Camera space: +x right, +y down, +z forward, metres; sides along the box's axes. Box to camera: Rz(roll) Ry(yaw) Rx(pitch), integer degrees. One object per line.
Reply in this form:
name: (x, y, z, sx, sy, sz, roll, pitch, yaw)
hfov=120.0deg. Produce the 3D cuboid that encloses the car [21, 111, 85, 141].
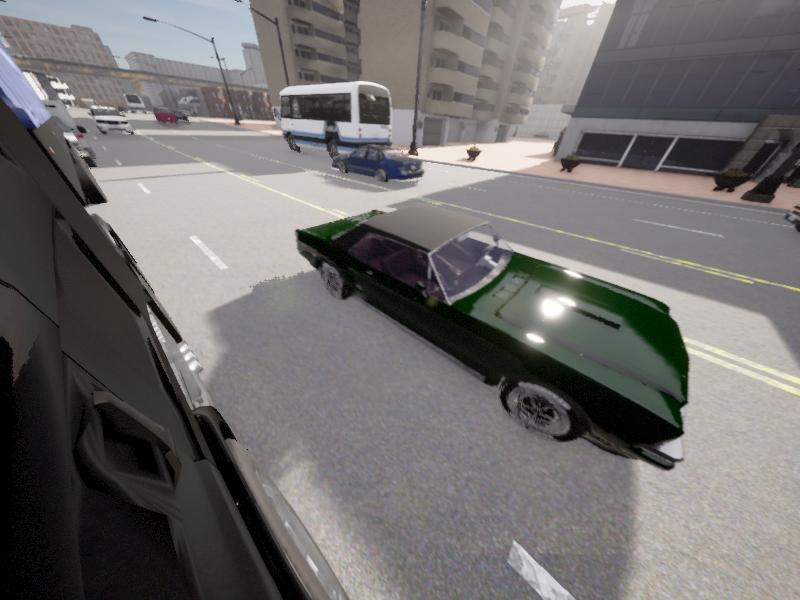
car: (-27.094, -13.665, 18.133, 4.902, 1.511, 2.128, 31, 45, 30)

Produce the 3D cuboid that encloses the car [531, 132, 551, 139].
car: (44.226, -51.796, 72.657, 4.856, 1.649, 2.033, 31, 45, 31)

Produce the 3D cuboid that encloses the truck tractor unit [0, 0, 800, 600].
truck tractor unit: (-2.645, -0.295, 0.351, 6.516, 4.208, 3.053, 28, 44, 30)

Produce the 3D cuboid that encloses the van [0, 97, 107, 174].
van: (-16.806, -7.947, 10.967, 6.366, 2.431, 2.351, 30, 45, 30)

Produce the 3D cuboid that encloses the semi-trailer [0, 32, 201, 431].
semi-trailer: (-8.644, -3.650, 4.268, 14.254, 4.402, 2.717, 29, 44, 30)

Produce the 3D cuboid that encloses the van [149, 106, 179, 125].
van: (-34.936, -27.329, 34.235, 4.442, 1.987, 1.775, 31, 45, 30)

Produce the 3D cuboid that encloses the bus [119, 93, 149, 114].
bus: (-77.697, -57.276, 67.481, 3.944, 4.253, 10.273, -29, 48, -35)

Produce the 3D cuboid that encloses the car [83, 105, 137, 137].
car: (-27.730, -17.169, 22.089, 5.566, 2.045, 2.150, 32, 45, 30)

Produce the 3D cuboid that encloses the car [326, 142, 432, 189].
car: (-1.244, -7.067, 11.848, 5.357, 1.411, 2.033, 30, 44, 31)

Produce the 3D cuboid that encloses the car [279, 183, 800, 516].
car: (0.619, -0.349, 3.089, 4.718, 1.301, 1.895, 30, 44, 31)

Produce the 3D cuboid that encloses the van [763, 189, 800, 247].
van: (14.022, -1.657, 4.780, 6.366, 2.431, 2.351, 29, 44, 31)

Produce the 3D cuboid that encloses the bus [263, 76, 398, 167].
bus: (-5.357, -13.326, 17.450, 10.273, 4.253, 3.944, 30, 45, 30)
